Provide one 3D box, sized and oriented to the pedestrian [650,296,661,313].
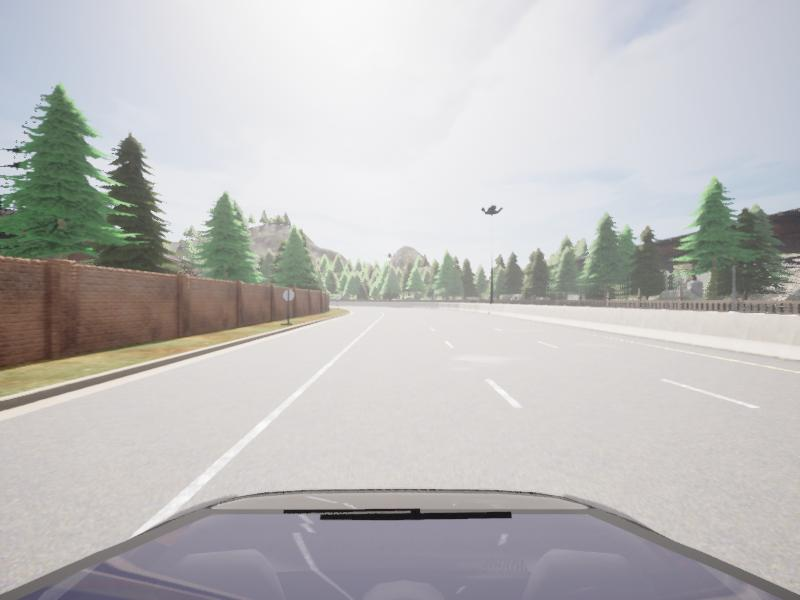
[{"bbox_3d":[28.888,0.482,45.205,0.751,1.860,0.751,0,0,-1],"label":"pedestrian"}]
